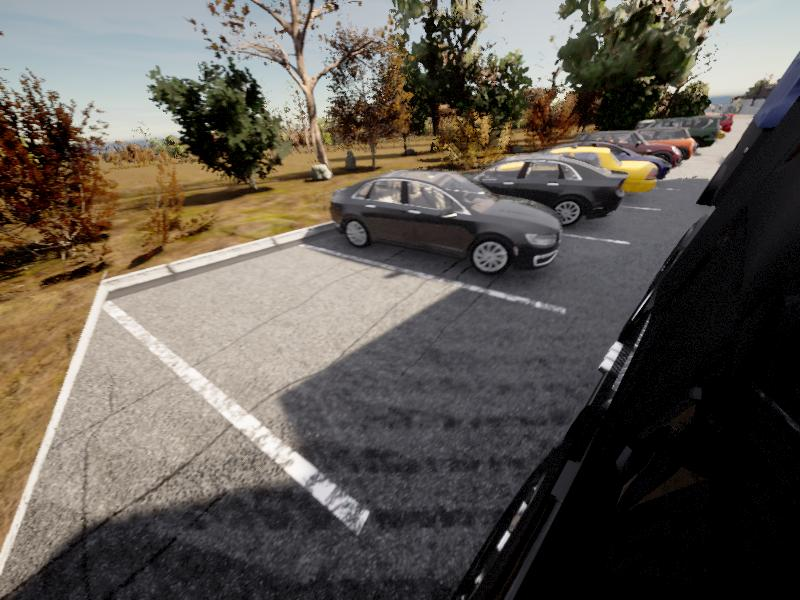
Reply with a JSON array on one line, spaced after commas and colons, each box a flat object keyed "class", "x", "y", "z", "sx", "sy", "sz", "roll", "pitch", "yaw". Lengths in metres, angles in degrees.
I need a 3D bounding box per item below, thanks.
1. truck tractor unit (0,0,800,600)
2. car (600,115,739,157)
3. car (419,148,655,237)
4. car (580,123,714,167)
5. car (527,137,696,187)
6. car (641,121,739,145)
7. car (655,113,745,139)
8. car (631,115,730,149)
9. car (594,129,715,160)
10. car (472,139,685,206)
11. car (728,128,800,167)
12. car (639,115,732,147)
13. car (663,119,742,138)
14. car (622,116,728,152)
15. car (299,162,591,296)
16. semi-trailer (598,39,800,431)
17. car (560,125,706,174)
[{"class": "truck tractor unit", "x": 2.645, "y": -0.295, "z": 0.352, "sx": 6.516, "sy": 4.208, "sz": 3.053, "roll": -28, "pitch": 44, "yaw": -30}, {"class": "car", "x": 17.825, "y": -11.267, "z": 15.978, "sx": 5.566, "sy": 2.045, "sz": 2.435, "roll": 17, "pitch": 41, "yaw": 25}, {"class": "car", "x": 3.252, "y": -3.271, "z": 6.578, "sx": 4.892, "sy": 1.521, "sz": 2.231, "roll": 17, "pitch": 41, "yaw": 25}, {"class": "car", "x": 13.331, "y": -8.722, "z": 13.052, "sx": 4.553, "sy": 1.767, "sz": 2.185, "roll": 17, "pitch": 41, "yaw": 25}, {"class": "car", "x": 8.468, "y": -6.009, "z": 9.974, "sx": 4.792, "sy": 1.488, "sz": 2.163, "roll": 17, "pitch": 40, "yaw": 25}, {"class": "car", "x": 27.124, "y": -15.869, "z": 21.984, "sx": 5.366, "sy": 1.575, "sz": 1.946, "roll": 17, "pitch": 40, "yaw": 25}, {"class": "car", "x": 33.743, "y": -19.766, "z": 26.390, "sx": 5.566, "sy": 2.045, "sz": 2.435, "roll": 17, "pitch": 41, "yaw": 25}, {"class": "car", "x": 22.504, "y": -13.639, "z": 18.909, "sx": 4.442, "sy": 1.987, "sz": 1.878, "roll": 17, "pitch": 40, "yaw": 25}, {"class": "car", "x": 15.589, "y": -9.814, "z": 14.655, "sx": 4.674, "sy": 1.452, "sz": 2.002, "roll": 17, "pitch": 40, "yaw": 25}, {"class": "car", "x": 5.681, "y": -4.704, "z": 8.347, "sx": 5.366, "sy": 1.575, "sz": 1.946, "roll": 17, "pitch": 41, "yaw": 25}, {"class": "car", "x": 19.531, "y": -8.116, "z": 12.186, "sx": 4.181, "sy": 1.385, "sz": 1.994, "roll": -28, "pitch": 43, "yaw": -30}, {"class": "car", "x": 24.779, "y": -14.855, "z": 20.398, "sx": 4.442, "sy": 1.987, "sz": 1.878, "roll": 17, "pitch": 40, "yaw": 25}, {"class": "car", "x": 36.208, "y": -20.731, "z": 27.943, "sx": 5.366, "sy": 1.575, "sz": 1.946, "roll": 17, "pitch": 40, "yaw": 25}, {"class": "car", "x": 20.230, "y": -12.424, "z": 17.420, "sx": 4.442, "sy": 1.987, "sz": 1.878, "roll": 17, "pitch": 40, "yaw": 25}, {"class": "car", "x": 0.647, "y": -1.895, "z": 4.892, "sx": 4.892, "sy": 1.521, "sz": 2.231, "roll": 17, "pitch": 40, "yaw": 25}, {"class": "semi-trailer", "x": 8.692, "y": -3.600, "z": 4.244, "sx": 14.254, "sy": 4.402, "sz": 2.717, "roll": -28, "pitch": 44, "yaw": -30}, {"class": "car", "x": 11.004, "y": -7.530, "z": 11.598, "sx": 4.553, "sy": 1.767, "sz": 2.185, "roll": 17, "pitch": 40, "yaw": 25}]
